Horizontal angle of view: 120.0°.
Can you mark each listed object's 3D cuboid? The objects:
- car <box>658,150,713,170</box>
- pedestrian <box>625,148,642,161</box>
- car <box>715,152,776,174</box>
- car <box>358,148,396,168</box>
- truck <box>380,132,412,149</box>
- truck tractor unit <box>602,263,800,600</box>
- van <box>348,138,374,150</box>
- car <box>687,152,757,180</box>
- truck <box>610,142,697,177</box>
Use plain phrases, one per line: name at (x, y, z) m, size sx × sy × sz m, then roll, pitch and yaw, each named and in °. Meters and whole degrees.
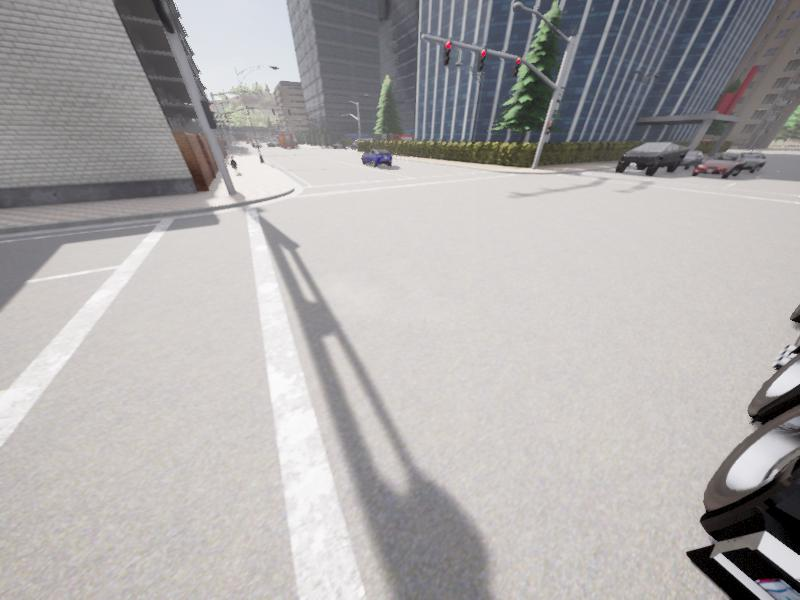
car at (27.084, -13.335, 21.898) m, size 4.674 × 1.442 × 1.812 m, roll -18°, pitch 39°, yaw -24°
pedestrian at (27.510, -17.192, 27.240) m, size 0.751 × 1.300 × 0.751 m, roll -11°, pitch 37°, yaw -16°
car at (29.637, -11.836, 19.826) m, size 4.181 × 1.385 × 1.994 m, roll -19°, pitch 39°, yaw -25°
car at (-2.414, -14.570, 23.592) m, size 2.007 × 1.525 × 4.514 m, roll -18°, pitch 39°, yaw -24°
truck at (-0.977, -44.773, 64.839) m, size 8.468 × 3.827 × 2.891 m, roll -19°, pitch 39°, yaw -25°
truck tractor unit at (5.106, -0.306, 0.784) m, size 6.516 × 4.208 × 3.053 m, roll -18°, pitch 39°, yaw -24°
van at (-10.208, -41.108, 60.778) m, size 6.366 × 2.431 × 2.351 m, roll -19°, pitch 39°, yaw -25°
car at (23.577, -9.884, 16.917) m, size 4.193 × 1.474 × 1.816 m, roll -18°, pitch 39°, yaw -24°
truck at (20.273, -11.369, 18.487) m, size 6.274 × 2.098 × 2.390 m, roll -18°, pitch 39°, yaw -24°
